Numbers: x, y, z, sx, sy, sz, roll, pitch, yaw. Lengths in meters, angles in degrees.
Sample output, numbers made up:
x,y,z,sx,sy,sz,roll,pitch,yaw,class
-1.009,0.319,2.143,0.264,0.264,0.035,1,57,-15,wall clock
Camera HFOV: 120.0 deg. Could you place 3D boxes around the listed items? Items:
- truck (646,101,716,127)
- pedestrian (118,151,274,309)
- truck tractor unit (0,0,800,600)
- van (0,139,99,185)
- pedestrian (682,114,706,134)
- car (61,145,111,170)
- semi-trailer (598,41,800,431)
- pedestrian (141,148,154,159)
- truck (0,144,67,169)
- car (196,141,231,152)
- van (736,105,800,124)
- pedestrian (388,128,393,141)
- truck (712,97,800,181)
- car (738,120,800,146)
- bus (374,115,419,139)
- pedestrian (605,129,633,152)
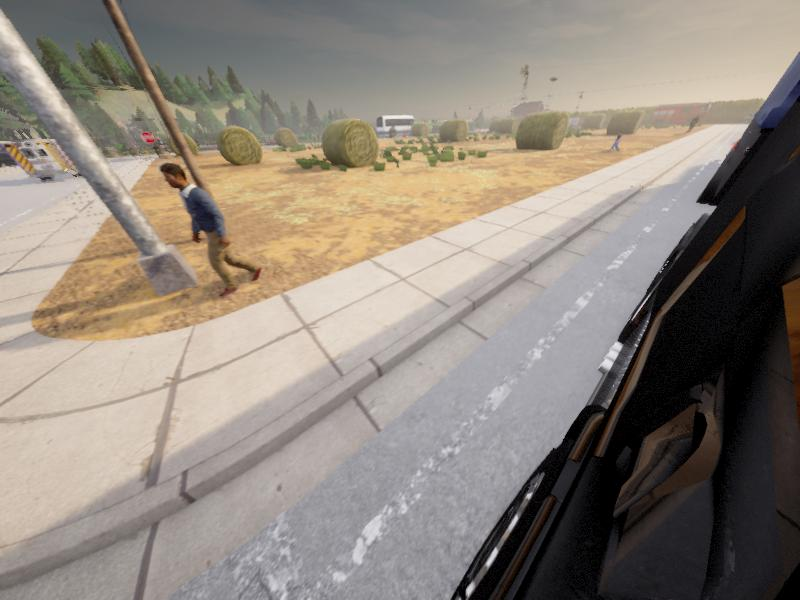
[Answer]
x,y,z,sx,sy,sz,roll,pitch,yaw,class
59.590,-39.548,49.370,2.891,3.827,8.468,-27,43,-29,truck
-2.650,-0.928,3.221,0.751,1.860,0.751,24,45,31,pedestrian
2.645,-0.295,0.351,6.516,4.208,3.053,-28,44,-30,truck tractor unit
-26.593,-10.868,17.862,2.351,2.431,6.366,-27,43,-29,van
34.164,-20.471,26.885,0.751,1.860,0.751,-17,39,-19,pedestrian
-32.825,-15.090,24.335,1.905,1.878,3.866,-27,43,-29,car
8.690,-3.615,4.230,14.254,4.402,2.717,-28,44,-30,semi-trailer
-32.716,-18.997,29.897,0.500,1.100,0.500,-1,37,2,pedestrian
-47.178,-17.766,28.605,6.274,2.098,2.390,-14,38,-14,truck
-33.360,-27.508,41.352,4.718,1.301,1.895,-25,42,-27,car
69.767,-35.200,43.995,1.988,2.561,5.915,-28,43,-29,van
-1.654,-29.970,41.832,0.751,1.860,0.751,2,37,6,pedestrian
16.284,-6.879,9.717,5.204,2.467,2.627,-28,44,-30,truck
28.579,-13.032,18.016,4.181,1.385,1.994,-28,43,-30,car
-0.686,-41.569,55.522,10.273,4.253,3.944,-25,42,-27,bus
15.368,-11.235,16.254,0.751,1.300,0.751,6,38,12,pedestrian
